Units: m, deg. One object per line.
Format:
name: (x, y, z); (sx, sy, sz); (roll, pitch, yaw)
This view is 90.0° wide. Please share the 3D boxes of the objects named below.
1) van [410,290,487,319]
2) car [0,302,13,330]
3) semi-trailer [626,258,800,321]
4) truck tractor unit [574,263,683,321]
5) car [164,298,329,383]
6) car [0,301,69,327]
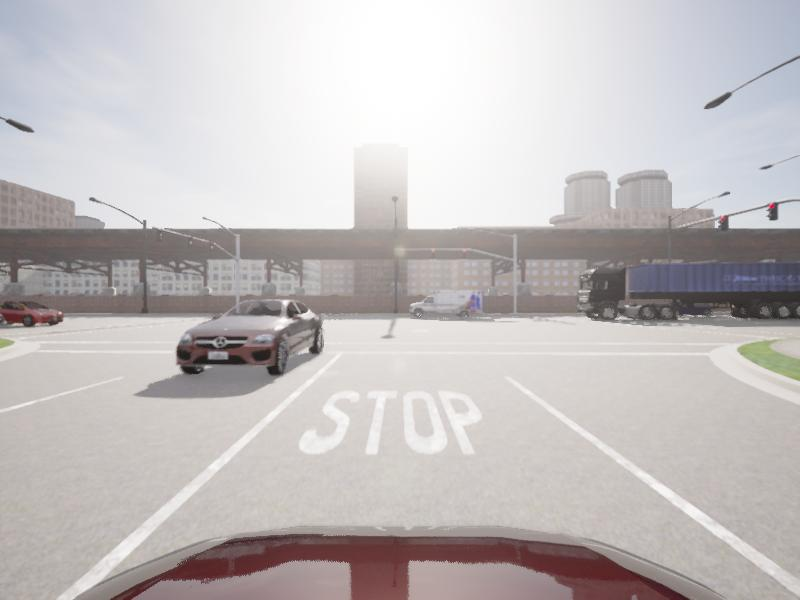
van: (4.008, 0.361, 34.358); (6.366, 2.431, 2.351); (0, 0, 2)
car: (-23.700, 0.842, 21.086); (4.892, 1.490, 1.837); (0, 0, 2)
semi-trailer: (25.108, -0.779, 30.188); (14.254, 4.402, 2.717); (-1, 0, 2)
truck tractor unit: (17.205, -0.599, 30.486); (6.516, 4.208, 3.053); (0, 0, 2)
car: (-3.456, 0.785, 10.340); (2.152, 1.651, 5.027); (0, 0, 2)
car: (-23.379, 0.825, 24.581); (4.514, 1.525, 2.007); (0, 0, 2)
